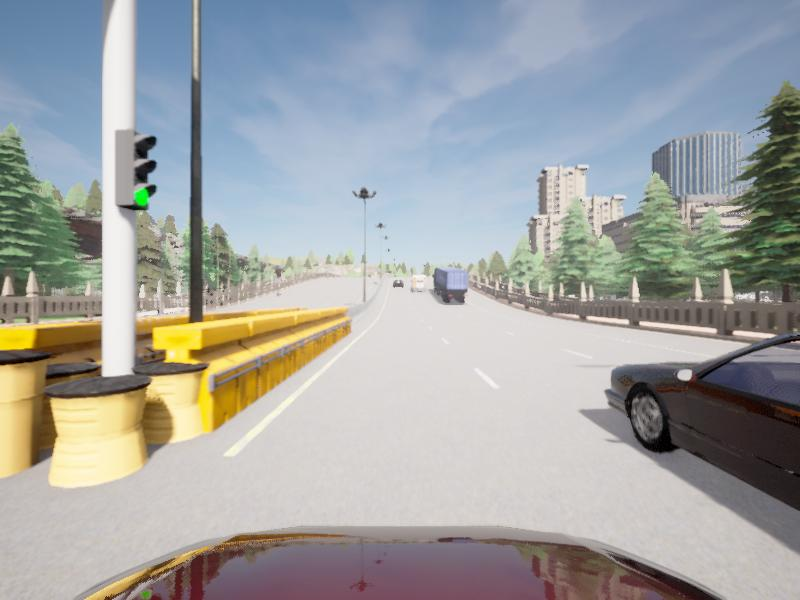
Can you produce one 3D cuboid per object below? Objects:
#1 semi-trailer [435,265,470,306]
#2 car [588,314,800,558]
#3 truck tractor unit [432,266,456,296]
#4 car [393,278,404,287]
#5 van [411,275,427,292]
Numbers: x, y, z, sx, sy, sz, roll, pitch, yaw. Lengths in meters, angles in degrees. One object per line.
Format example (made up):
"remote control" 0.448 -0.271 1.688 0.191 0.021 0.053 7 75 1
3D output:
"semi-trailer" 6.818 -2.319 54.595 2.717 4.402 14.254 0 7 0
"car" 3.501 0.895 2.600 2.033 1.411 5.357 0 0 0
"truck tractor unit" 6.772 -3.126 62.468 3.053 4.208 6.516 0 7 0
"car" -0.309 -3.328 76.131 1.970 1.475 3.806 0 7 0
"van" 3.236 -2.911 68.423 2.351 2.431 6.366 0 7 0
